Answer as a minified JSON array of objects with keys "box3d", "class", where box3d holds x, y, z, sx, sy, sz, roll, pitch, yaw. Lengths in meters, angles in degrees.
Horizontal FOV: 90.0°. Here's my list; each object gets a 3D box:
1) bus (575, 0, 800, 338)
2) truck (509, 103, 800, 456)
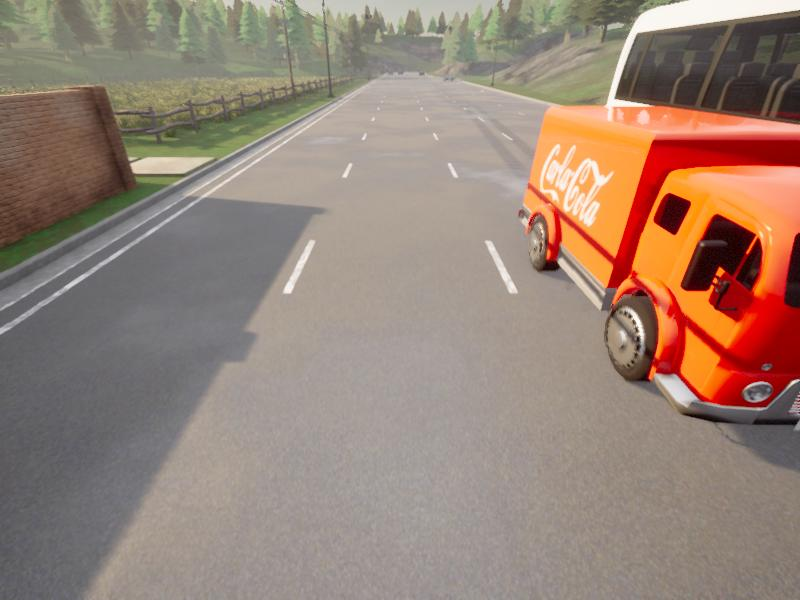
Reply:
[{"box3d":[7.127,-2.650,6.294,3.944,4.253,10.273,0,30,0],"class":"bus"},{"box3d":[3.506,-0.981,5.208,2.627,2.467,5.204,0,30,0],"class":"truck"}]
